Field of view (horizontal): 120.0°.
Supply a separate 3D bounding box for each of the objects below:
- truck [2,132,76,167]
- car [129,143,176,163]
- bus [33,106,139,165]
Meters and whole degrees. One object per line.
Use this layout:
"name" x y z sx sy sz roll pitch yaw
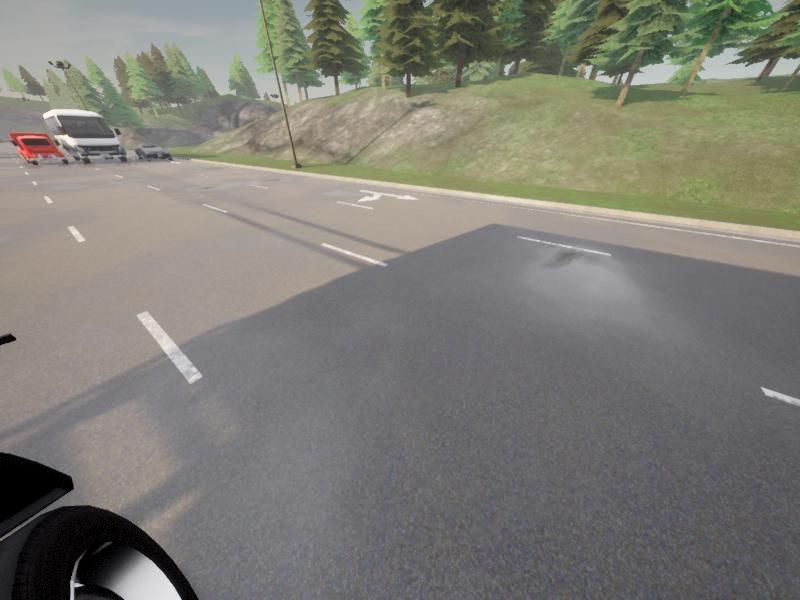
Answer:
"truck" -33.540 -14.043 21.473 5.204 2.467 2.627 22 40 28
"car" -27.097 -16.157 25.247 5.027 1.651 2.152 24 41 30
"bus" -32.733 -16.997 24.112 10.273 4.253 3.944 22 41 28
